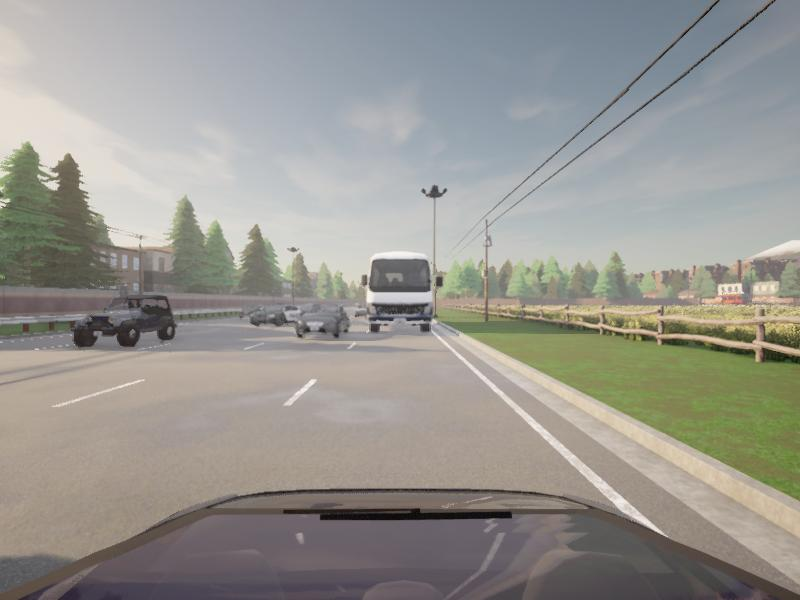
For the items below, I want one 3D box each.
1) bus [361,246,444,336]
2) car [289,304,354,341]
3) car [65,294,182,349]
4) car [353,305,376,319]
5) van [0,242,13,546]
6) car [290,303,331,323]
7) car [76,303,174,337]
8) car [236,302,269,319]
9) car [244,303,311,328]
[{"bbox_3d":[0.121,-0.415,24.007,3.944,4.253,10.273,0,0,0],"label":"bus"},{"bbox_3d":[-3.500,0.931,18.835,2.128,1.511,4.902,0,0,0],"label":"car"},{"bbox_3d":[-10.501,0.721,15.620,1.905,1.878,3.866,0,1,0],"label":"car"},{"bbox_3d":[-3.496,1.140,40.331,1.895,1.301,4.718,0,0,0],"label":"car"},{"bbox_3d":[-3.498,0.605,0.472,1.775,1.987,4.442,0,0,0],"label":"van"},{"bbox_3d":[-7.078,0.977,32.185,1.882,1.535,5.008,0,0,4],"label":"car"},{"bbox_3d":[-13.999,0.930,20.789,2.007,1.525,4.514,0,0,0],"label":"car"},{"bbox_3d":[-13.999,1.005,38.290,1.789,1.549,3.705,0,-1,0],"label":"car"},{"bbox_3d":[-8.208,0.970,27.396,2.038,1.542,4.974,0,-1,16],"label":"car"}]
